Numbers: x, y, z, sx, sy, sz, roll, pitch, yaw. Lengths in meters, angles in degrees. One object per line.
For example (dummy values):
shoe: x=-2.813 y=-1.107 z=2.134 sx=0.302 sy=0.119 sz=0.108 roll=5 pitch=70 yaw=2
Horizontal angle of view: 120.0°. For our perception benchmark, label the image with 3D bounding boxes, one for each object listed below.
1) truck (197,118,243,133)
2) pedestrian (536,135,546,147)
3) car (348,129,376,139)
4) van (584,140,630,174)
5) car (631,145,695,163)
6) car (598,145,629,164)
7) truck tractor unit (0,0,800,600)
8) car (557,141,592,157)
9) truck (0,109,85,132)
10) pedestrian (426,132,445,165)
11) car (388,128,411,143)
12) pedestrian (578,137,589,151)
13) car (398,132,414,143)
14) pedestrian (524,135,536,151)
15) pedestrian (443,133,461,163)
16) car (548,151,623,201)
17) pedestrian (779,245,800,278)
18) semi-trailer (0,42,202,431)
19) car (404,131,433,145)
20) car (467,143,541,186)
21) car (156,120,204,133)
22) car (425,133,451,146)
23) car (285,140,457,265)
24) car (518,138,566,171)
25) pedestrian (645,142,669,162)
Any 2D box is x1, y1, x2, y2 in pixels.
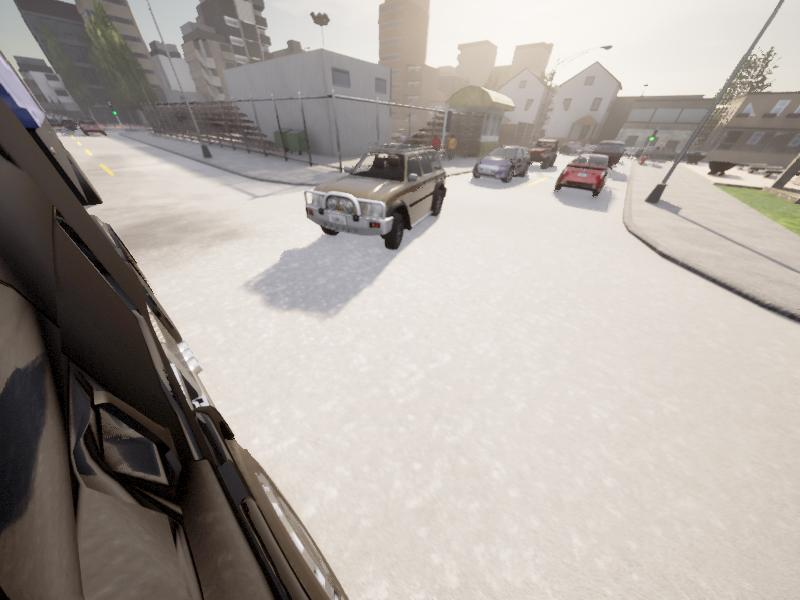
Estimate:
truck: x=-34.786 y=-33.859 z=44.868 sx=2.390 sy=2.098 sz=6.274 roll=28 pitch=44 yaw=30
pedestrian: x=26.642 y=-29.993 z=43.648 sx=0.751 sy=1.860 sz=0.751 roll=29 pitch=44 yaw=31
car: x=-7.232 y=-32.082 z=44.730 sx=2.033 sy=1.415 sz=5.357 roll=28 pitch=44 yaw=30
van: x=16.312 y=-11.330 z=18.170 sx=1.775 sy=1.987 sz=4.442 roll=28 pitch=44 yaw=30
car: x=32.988 y=-18.460 z=29.188 sx=4.792 sy=1.488 sz=2.163 roll=12 pitch=38 yaw=12
car: x=23.349 y=-15.946 z=25.215 sx=1.816 sy=1.474 sz=4.193 roll=28 pitch=44 yaw=30
truck tractor unit: x=-2.645 y=-0.295 z=0.351 sx=6.516 sy=4.208 sz=3.053 roll=28 pitch=44 yaw=30
car: x=23.457 y=-20.510 z=31.288 sx=2.128 sy=1.511 sz=4.902 roll=10 pitch=37 yaw=10
truck: x=-45.609 y=-22.699 z=29.267 sx=2.390 sy=2.098 sz=6.274 roll=28 pitch=43 yaw=30
pedestrian: x=2.464 y=-10.613 z=16.198 sx=0.751 sy=1.860 sz=0.751 roll=28 pitch=44 yaw=30
car: x=-0.058 y=-28.033 z=39.398 sx=1.905 sy=1.878 sz=3.866 roll=28 pitch=44 yaw=30
pedestrian: x=30.644 y=-26.054 z=38.646 sx=0.751 sy=1.860 sz=0.751 roll=25 pitch=42 yaw=27
car: x=1.033 y=-26.602 z=37.907 sx=1.481 sy=1.379 sz=2.207 roll=28 pitch=44 yaw=30
pedestrian: x=18.685 y=-22.523 z=33.162 sx=0.751 sy=1.860 sz=0.751 roll=32 pitch=46 yaw=33
pedestrian: x=3.932 y=-11.624 z=17.643 sx=0.751 sy=1.860 sz=0.751 roll=28 pitch=43 yaw=29
car: x=9.121 y=-6.207 z=11.250 sx=2.007 sy=1.525 sz=4.514 roll=27 pitch=43 yaw=29
pedestrian: x=8.339 y=-1.214 z=4.042 sx=0.751 sy=1.860 sz=0.751 roll=26 pitch=43 yaw=28
semi-trailer: x=-8.697 y=-3.611 z=4.222 sx=14.254 sy=4.402 sz=2.717 roll=28 pitch=44 yaw=30
car: x=3.059 y=-26.082 z=37.170 sx=2.242 sy=1.667 sz=4.611 roll=28 pitch=44 yaw=30
car: x=6.046 y=-7.910 z=13.245 sx=2.033 sy=1.649 sz=4.856 roll=28 pitch=43 yaw=30
car: x=-36.518 y=-28.904 z=38.522 sx=1.930 sy=1.638 sz=5.238 roll=28 pitch=44 yaw=30
car: x=5.957 y=-25.054 z=36.097 sx=1.816 sy=1.474 sz=4.193 roll=28 pitch=44 yaw=30
car: x=-0.195 y=-2.915 z=5.961 sx=1.932 sy=1.855 sz=4.605 roll=17 pitch=39 yaw=19
car: x=11.188 y=-11.551 z=18.216 sx=1.905 sy=1.878 sz=3.866 roll=28 pitch=43 yaw=30
pedestrian: x=28.841 y=-16.670 z=25.985 sx=0.751 sy=1.860 sz=0.751 roll=2 pitch=37 yaw=-1
